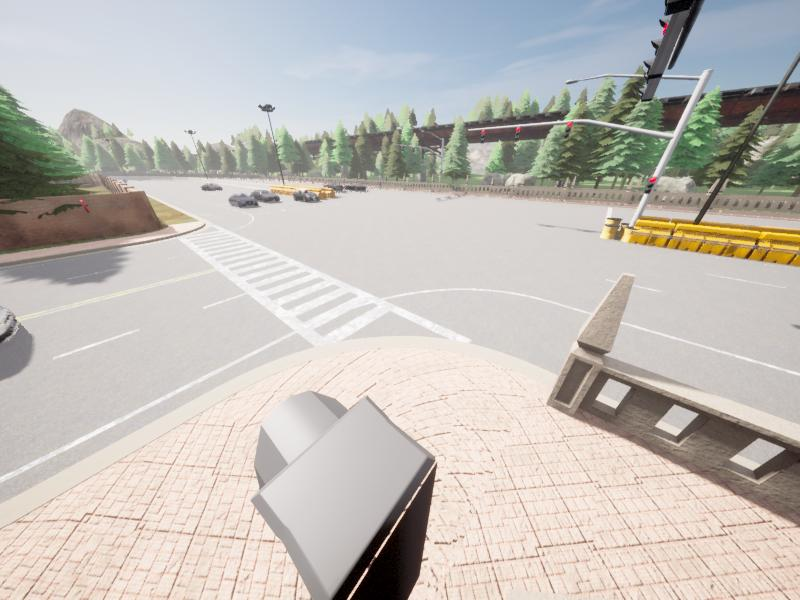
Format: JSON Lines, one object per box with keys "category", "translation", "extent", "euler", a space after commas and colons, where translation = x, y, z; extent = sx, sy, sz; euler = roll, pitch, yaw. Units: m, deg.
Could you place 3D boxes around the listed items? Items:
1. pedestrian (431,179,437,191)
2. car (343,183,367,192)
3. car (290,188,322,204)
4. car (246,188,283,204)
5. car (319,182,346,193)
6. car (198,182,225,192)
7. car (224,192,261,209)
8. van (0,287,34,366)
{"category": "pedestrian", "translation": [6.169, -20.966, 42.106], "extent": [0.751, 1.860, 0.751], "euler": [23, 37, 34]}
{"category": "car", "translation": [-8.474, -21.170, 43.378], "extent": [4.718, 1.301, 1.895], "euler": [23, 37, 34]}
{"category": "car", "translation": [-12.344, -13.712, 30.279], "extent": [3.806, 1.475, 1.970], "euler": [23, 37, 34]}
{"category": "car", "translation": [-17.896, -13.735, 30.402], "extent": [5.357, 1.411, 2.033], "euler": [23, 37, 34]}
{"category": "car", "translation": [-12.432, -20.648, 42.255], "extent": [4.902, 1.511, 2.128], "euler": [23, 37, 34]}
{"category": "car", "translation": [-35.189, -21.064, 43.120], "extent": [4.181, 1.385, 1.994], "euler": [15, 33, 24]}
{"category": "car", "translation": [-18.176, -11.550, 26.643], "extent": [4.181, 1.385, 1.994], "euler": [23, 37, 34]}
{"category": "van", "translation": [-12.047, 1.200, 3.500], "extent": [2.351, 2.431, 6.366], "euler": [23, 37, 34]}
